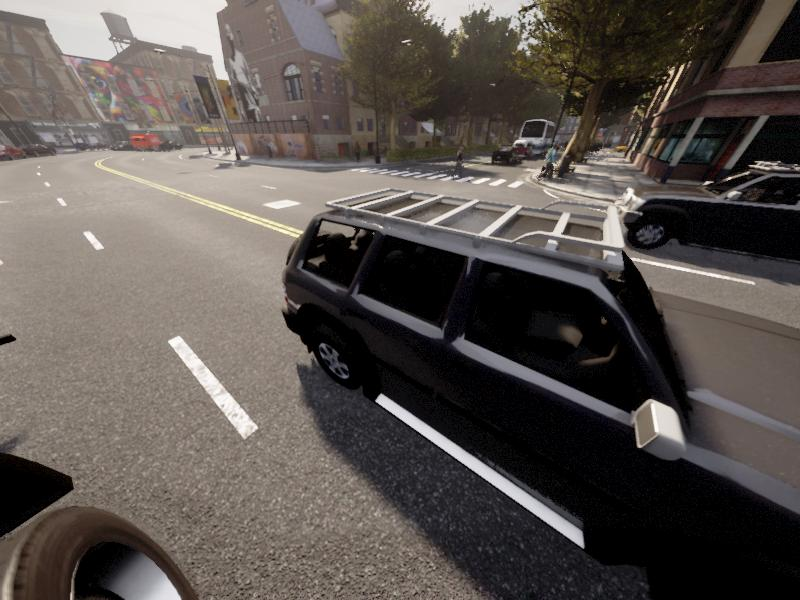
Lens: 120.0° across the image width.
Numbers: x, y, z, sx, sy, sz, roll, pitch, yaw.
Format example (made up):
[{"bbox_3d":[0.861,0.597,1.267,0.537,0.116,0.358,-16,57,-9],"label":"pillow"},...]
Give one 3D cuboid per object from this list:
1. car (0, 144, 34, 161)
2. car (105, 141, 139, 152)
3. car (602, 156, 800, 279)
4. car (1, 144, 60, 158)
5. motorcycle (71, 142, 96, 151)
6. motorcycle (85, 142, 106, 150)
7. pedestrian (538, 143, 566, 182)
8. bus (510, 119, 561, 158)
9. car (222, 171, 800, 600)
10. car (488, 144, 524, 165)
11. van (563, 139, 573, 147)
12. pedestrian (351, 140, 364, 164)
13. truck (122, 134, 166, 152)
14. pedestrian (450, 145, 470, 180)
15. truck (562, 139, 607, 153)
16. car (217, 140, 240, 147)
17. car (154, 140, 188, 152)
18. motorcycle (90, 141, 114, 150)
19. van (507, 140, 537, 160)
[{"bbox_3d":[-44.146,-16.468,25.711,2.002,1.452,4.674,-21,41,-28],"label":"car"},{"bbox_3d":[-48.991,-27.096,40.819,1.970,1.475,3.806,-9,36,-12],"label":"car"},{"bbox_3d":[7.737,-1.923,5.071,4.605,1.855,1.932,23,41,28],"label":"car"},{"bbox_3d":[-47.181,-19.216,29.720,1.895,1.301,4.718,-15,38,-20],"label":"car"},{"bbox_3d":[-54.853,-26.693,40.063,2.209,1.251,0.867,-29,45,-35],"label":"motorcycle"},{"bbox_3d":[-54.671,-27.676,41.511,1.805,1.236,0.856,-29,45,-35],"label":"motorcycle"},{"bbox_3d":[8.735,-7.964,13.360,0.751,1.860,0.751,16,38,21],"label":"pedestrian"},{"bbox_3d":[20.768,-24.477,35.117,3.944,4.253,10.273,23,41,28],"label":"bus"},{"bbox_3d":[0.940,0.198,2.010,4.605,1.855,1.932,23,41,28],"label":"car"},{"bbox_3d":[11.588,-15.903,25.147,1.930,1.638,5.238,22,41,28],"label":"car"},{"bbox_3d":[52.105,-48.618,71.573,1.775,1.987,4.442,23,41,28],"label":"van"},{"bbox_3d":[-3.907,-13.602,21.273,0.751,1.860,0.751,7,36,10],"label":"pedestrian"},{"bbox_3d":[-45.679,-28.209,41.483,2.627,2.467,5.204,-9,36,-12],"label":"truck"},{"bbox_3d":[3.800,-8.773,14.739,0.751,1.860,0.751,22,41,28],"label":"pedestrian"},{"bbox_3d":[35.762,-30.102,45.077,2.390,2.098,6.274,-15,38,-20],"label":"truck"},{"bbox_3d":[-46.499,-42.603,62.793,2.007,1.525,4.514,15,38,20],"label":"car"},{"bbox_3d":[-42.453,-28.780,43.039,1.930,1.638,5.238,-6,36,-9],"label":"car"},{"bbox_3d":[-54.910,-28.459,42.571,2.356,1.277,0.764,-29,45,-35],"label":"motorcycle"},{"bbox_3d":[15.814,-19.471,29.895,2.069,2.038,4.480,22,41,28],"label":"van"}]
